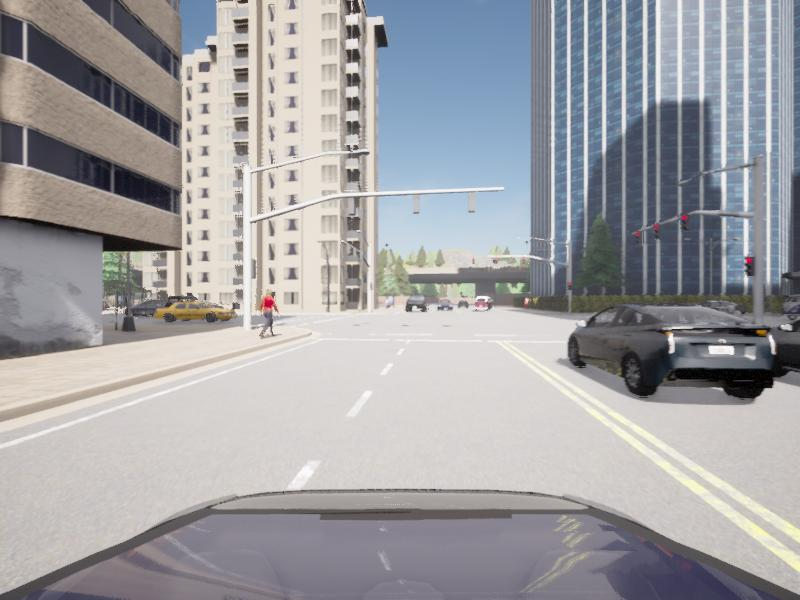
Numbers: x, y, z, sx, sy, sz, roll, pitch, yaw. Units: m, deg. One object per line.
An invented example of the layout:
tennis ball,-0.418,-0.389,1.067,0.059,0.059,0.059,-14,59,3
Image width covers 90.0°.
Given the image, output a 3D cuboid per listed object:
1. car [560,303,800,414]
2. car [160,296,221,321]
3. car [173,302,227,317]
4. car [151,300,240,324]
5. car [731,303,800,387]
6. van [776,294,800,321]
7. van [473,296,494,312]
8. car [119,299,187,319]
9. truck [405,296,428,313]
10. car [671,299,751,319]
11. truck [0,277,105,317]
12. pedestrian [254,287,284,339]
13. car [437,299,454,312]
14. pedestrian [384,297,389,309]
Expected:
car,4.852,0.822,7.879,2.007,1.525,4.514,0,0,6
car,-16.393,0.637,31.390,3.866,1.878,1.905,0,0,5
car,-19.289,0.896,38.694,4.181,1.385,1.994,0,0,5
car,-14.079,0.796,27.660,5.366,1.575,1.801,0,0,5
car,8.249,0.823,6.691,2.007,1.525,4.514,0,0,6
van,31.698,0.576,30.404,4.442,1.987,1.775,0,0,5
van,11.779,0.544,56.137,2.069,2.038,4.480,0,0,22
car,-21.774,0.771,35.411,4.856,1.649,2.033,1,0,5
truck,2.158,0.519,50.436,2.390,2.098,6.274,0,0,8
car,26.614,0.748,34.395,5.238,1.638,1.930,0,0,5
truck,-34.715,-0.329,40.143,8.468,3.827,2.891,0,0,5
pedestrian,-4.838,0.480,14.776,0.751,1.860,0.751,0,0,25
car,6.390,0.729,56.586,2.242,1.667,4.611,0,0,6
pedestrian,-2.078,0.458,62.828,0.751,1.860,0.751,0,0,-4
